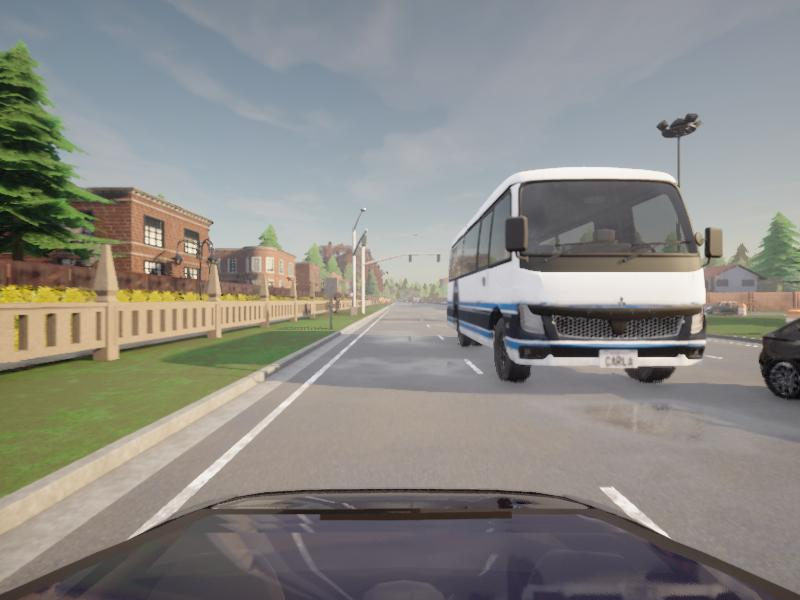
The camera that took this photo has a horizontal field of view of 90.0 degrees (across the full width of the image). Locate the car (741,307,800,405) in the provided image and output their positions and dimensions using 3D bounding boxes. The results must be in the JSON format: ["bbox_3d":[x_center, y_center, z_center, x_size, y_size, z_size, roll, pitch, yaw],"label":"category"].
[{"bbox_3d":[7.078,0.855,5.047,1.816,1.474,4.193,0,0,-3],"label":"car"}]

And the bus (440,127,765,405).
[{"bbox_3d":[3.619,-0.533,11.262,3.944,4.253,10.273,0,0,0],"label":"bus"}]

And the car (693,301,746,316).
[{"bbox_3d":[32.145,0.860,40.311,3.806,1.475,1.970,0,0,-4],"label":"car"}]
